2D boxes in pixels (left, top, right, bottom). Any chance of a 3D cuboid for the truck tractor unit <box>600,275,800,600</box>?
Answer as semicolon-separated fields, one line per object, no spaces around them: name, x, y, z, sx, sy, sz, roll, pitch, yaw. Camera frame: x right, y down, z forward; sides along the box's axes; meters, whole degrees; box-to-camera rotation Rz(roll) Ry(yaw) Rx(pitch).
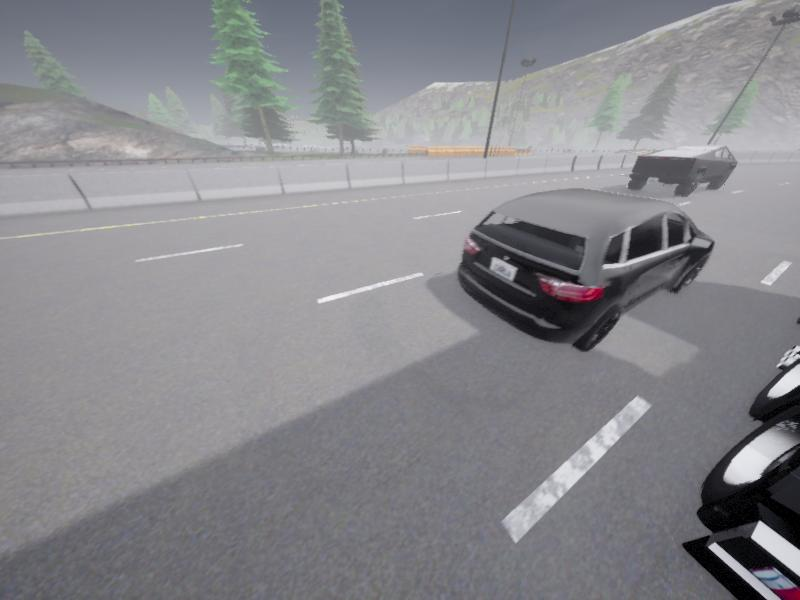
truck tractor unit;5.132;-0.279;0.756;6.516;4.208;3.053;-17;39;-23

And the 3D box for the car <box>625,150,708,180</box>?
car;20.264;-10.381;17.624;4.611;1.667;2.242;-14;37;-20

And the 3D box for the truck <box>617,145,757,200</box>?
truck;15.213;-6.980;12.324;6.274;2.098;2.390;-16;38;-22

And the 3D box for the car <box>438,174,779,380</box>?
car;3.274;-0.948;3.927;4.611;1.667;2.242;-17;39;-23
